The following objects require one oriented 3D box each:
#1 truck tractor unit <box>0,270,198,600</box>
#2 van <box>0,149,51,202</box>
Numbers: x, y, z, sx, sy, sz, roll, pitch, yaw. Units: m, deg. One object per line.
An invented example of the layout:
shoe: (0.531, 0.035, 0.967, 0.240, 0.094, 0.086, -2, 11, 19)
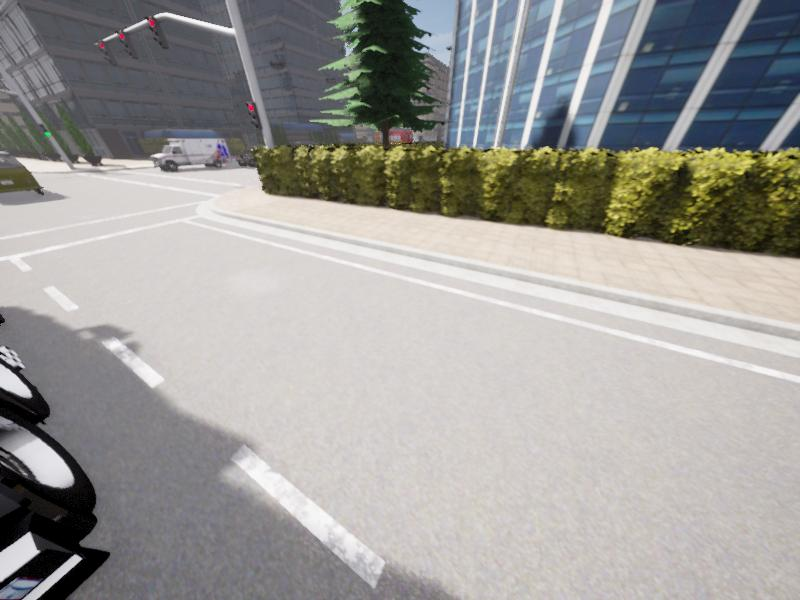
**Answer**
truck tractor unit: (-5.124, -0.286, 0.769, 6.516, 4.208, 3.053, 18, 39, 24)
van: (-20.300, -6.300, 11.514, 4.442, 1.987, 1.775, 17, 38, 23)
